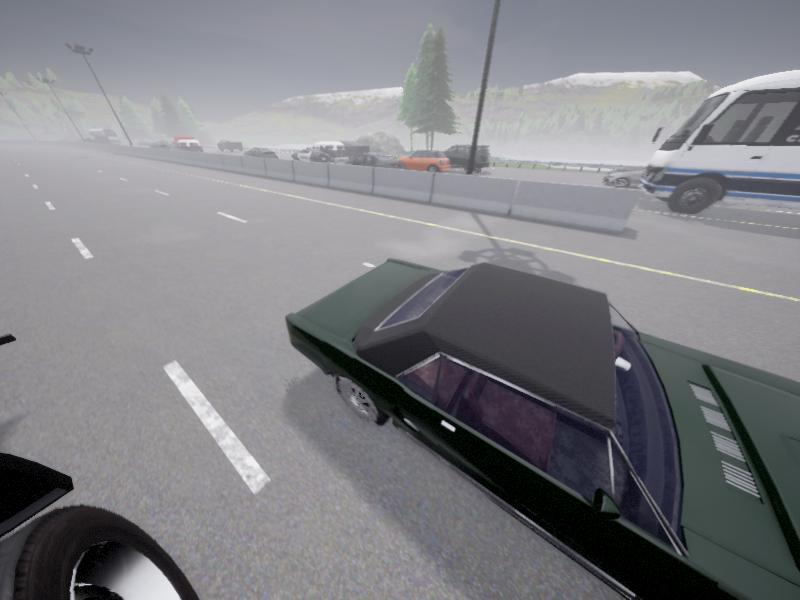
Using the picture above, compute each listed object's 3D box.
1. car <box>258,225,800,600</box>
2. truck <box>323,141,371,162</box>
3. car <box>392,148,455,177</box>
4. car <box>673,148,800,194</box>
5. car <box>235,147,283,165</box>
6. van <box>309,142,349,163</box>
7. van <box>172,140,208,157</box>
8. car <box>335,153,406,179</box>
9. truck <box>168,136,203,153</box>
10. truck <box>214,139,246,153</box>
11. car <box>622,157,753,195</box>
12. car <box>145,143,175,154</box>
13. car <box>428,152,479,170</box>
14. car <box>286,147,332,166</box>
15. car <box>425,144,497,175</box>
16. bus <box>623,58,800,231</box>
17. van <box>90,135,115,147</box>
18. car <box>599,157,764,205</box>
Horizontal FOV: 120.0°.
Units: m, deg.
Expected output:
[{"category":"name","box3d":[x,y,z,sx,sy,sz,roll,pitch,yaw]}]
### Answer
[{"category":"car","box3d":[1.241,0.693,1.902,4.718,1.301,1.895,22,40,28]},{"category":"truck","box3d":[-7.086,-20.059,31.086,6.274,2.098,2.390,22,40,28]},{"category":"car","box3d":[1.832,-11.428,19.025,4.553,1.767,2.097,22,40,28]},{"category":"car","box3d":[21.899,-8.197,14.508,5.566,2.045,2.150,23,40,28]},{"category":"car","box3d":[-15.611,-16.003,25.571,4.902,1.511,2.128,22,40,28]},{"category":"van","box3d":[-8.728,-18.275,28.522,4.480,2.038,2.069,22,40,28]},{"category":"van","box3d":[-31.195,-22.591,34.348,4.480,2.038,2.069,22,40,28]},{"category":"car","box3d":[-2.305,-10.522,17.987,5.357,1.411,2.033,22,40,28]},{"category":"truck","box3d":[-39.369,-28.537,42.424,5.204,2.467,2.627,22,40,28]},{"category":"truck","box3d":[-34.429,-31.229,46.741,6.274,2.098,2.390,22,40,28]},{"category":"car","box3d":[16.832,-7.621,14.032,4.514,1.525,2.007,22,40,28]},{"category":"car","box3d":[-42.781,-27.079,41.142,4.902,1.511,2.128,22,40,28]},{"category":"car","box3d":[5.489,-14.591,24.113,4.718,1.301,1.895,22,40,28]},{"category":"car","box3d":[-10.204,-16.235,25.992,4.974,1.542,2.038,22,40,28]},{"category":"car","box3d":[5.231,-12.584,20.530,5.566,2.045,2.150,21,40,28]},{"category":"bus","box3d":[14.841,-4.614,7.244,10.273,4.253,3.944,22,40,28]},{"category":"van","box3d":[-78.710,-41.996,61.072,5.915,2.561,1.988,19,39,25]},{"category":"car","box3d":[13.936,-6.412,12.143,5.027,1.651,2.152,22,40,28]}]
